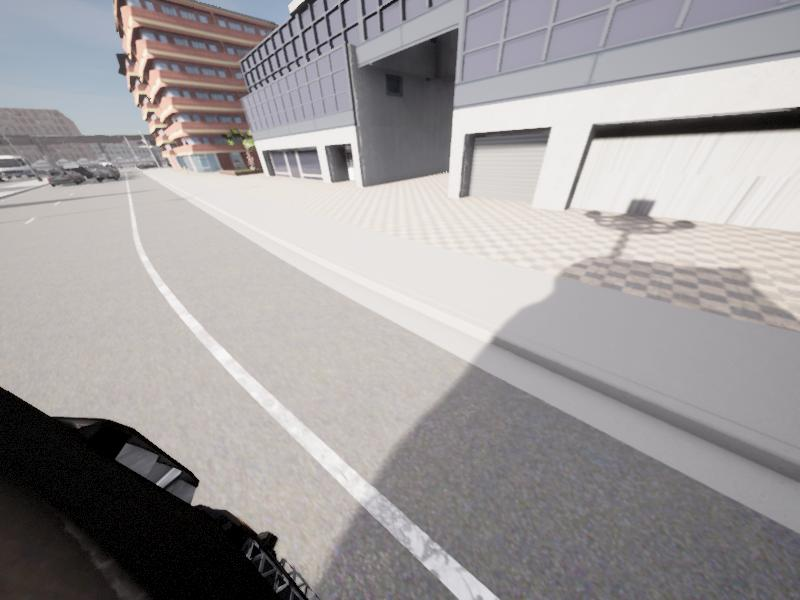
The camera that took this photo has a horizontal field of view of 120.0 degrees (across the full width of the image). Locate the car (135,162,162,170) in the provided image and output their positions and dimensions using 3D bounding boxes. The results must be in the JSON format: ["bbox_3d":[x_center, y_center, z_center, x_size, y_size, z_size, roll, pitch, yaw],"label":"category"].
[{"bbox_3d":[-69.708,-37.099,64.045,2.128,1.511,4.902,26,43,36],"label":"car"}]

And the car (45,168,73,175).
[{"bbox_3d":[-86.047,-32.438,58.259,4.674,1.442,1.812,4,34,10],"label":"car"}]

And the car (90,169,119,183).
[{"bbox_3d":[-40.254,-17.000,31.562,4.718,1.301,1.895,27,43,37],"label":"car"}]

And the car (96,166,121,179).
[{"bbox_3d":[-50.932,-22.377,40.464,5.027,1.651,2.152,27,43,37],"label":"car"}]

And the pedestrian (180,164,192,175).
[{"bbox_3d":[-30.528,-18.680,32.990,0.751,1.300,0.751,-29,42,-34],"label":"pedestrian"}]

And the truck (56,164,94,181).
[{"bbox_3d":[-52.604,-20.832,37.566,6.274,2.098,2.390,27,43,37],"label":"truck"}]

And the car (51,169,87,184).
[{"bbox_3d":[-46.324,-17.446,32.490,4.974,1.542,2.038,27,43,37],"label":"car"}]

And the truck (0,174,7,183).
[{"bbox_3d":[-70.183,-20.802,38.871,6.274,2.098,2.390,27,43,37],"label":"truck"}]

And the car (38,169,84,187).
[{"bbox_3d":[-41.452,-15.057,28.380,4.611,1.667,2.242,26,43,37],"label":"car"}]

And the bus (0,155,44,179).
[{"bbox_3d":[-87.167,-30.298,52.563,10.273,4.253,3.944,27,43,37],"label":"bus"}]

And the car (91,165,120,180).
[{"bbox_3d":[-45.207,-19.688,35.550,4.553,1.767,2.097,27,43,37],"label":"car"}]
